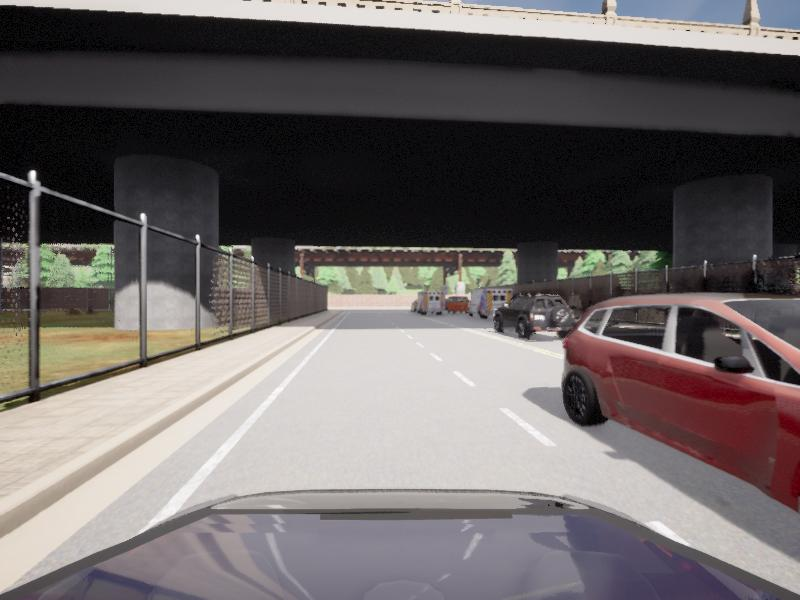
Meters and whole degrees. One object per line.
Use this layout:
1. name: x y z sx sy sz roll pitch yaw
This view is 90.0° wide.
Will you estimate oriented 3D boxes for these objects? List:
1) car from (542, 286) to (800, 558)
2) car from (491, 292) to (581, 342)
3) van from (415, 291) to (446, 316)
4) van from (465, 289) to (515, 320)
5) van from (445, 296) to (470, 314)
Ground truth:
1. car: 3.454 0.753 3.755 2.242 1.667 4.611 0 0 -6
2. car: 5.655 0.636 17.349 1.932 1.855 4.605 0 0 -6
3. van: 3.157 0.336 42.969 2.351 2.431 6.366 0 0 -6
4. van: 7.516 0.344 34.342 2.351 2.431 6.366 0 0 -6
5. van: 6.463 0.554 45.105 1.775 1.987 4.442 0 0 -6
